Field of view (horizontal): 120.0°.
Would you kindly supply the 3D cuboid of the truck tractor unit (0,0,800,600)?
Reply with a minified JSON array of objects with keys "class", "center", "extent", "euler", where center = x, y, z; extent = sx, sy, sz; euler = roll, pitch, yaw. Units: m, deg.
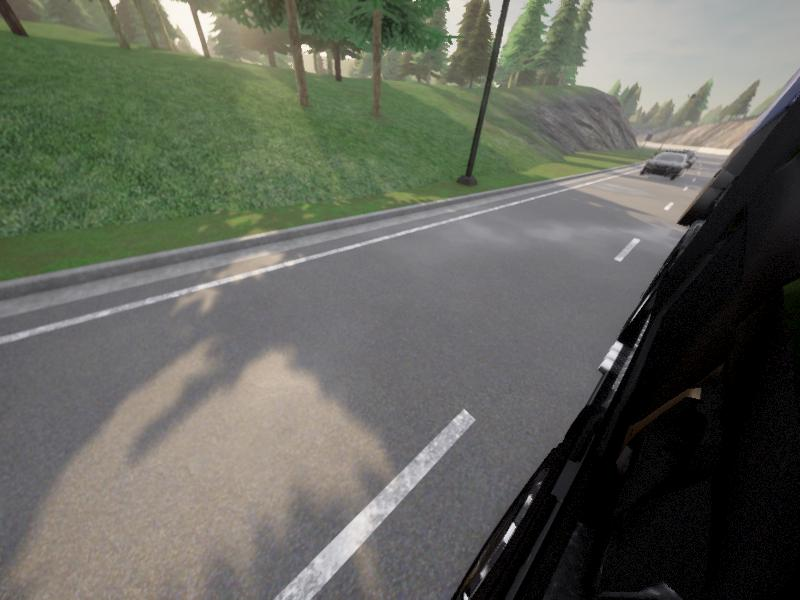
[{"class":"truck tractor unit","center":[2.645,-0.295,0.351],"extent":[6.516,4.208,3.053],"euler":[-28,43,-30]}]

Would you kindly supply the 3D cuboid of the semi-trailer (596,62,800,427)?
[{"class":"semi-trailer","center":[8.826,-3.138,4.576],"extent":[14.254,4.402,2.717],"euler":[-23,46,-34]}]

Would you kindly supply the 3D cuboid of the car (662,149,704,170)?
[{"class":"car","center":[29.856,-14.881,24.332],"extent":[4.974,1.542,2.038],"euler":[-27,48,-34]}]

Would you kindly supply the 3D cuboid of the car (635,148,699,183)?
[{"class":"car","center":[18.866,-9.578,16.277],"extent":[5.238,1.638,1.930],"euler":[-25,47,-33]}]

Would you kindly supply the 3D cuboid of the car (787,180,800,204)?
[{"class":"car","center":[23.319,-5.990,12.239],"extent":[4.974,1.542,2.038],"euler":[-25,47,-32]}]

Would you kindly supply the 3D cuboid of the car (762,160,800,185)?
[{"class":"car","center":[34.075,-11.152,20.138],"extent":[4.181,1.385,1.994],"euler":[-27,48,-34]}]
